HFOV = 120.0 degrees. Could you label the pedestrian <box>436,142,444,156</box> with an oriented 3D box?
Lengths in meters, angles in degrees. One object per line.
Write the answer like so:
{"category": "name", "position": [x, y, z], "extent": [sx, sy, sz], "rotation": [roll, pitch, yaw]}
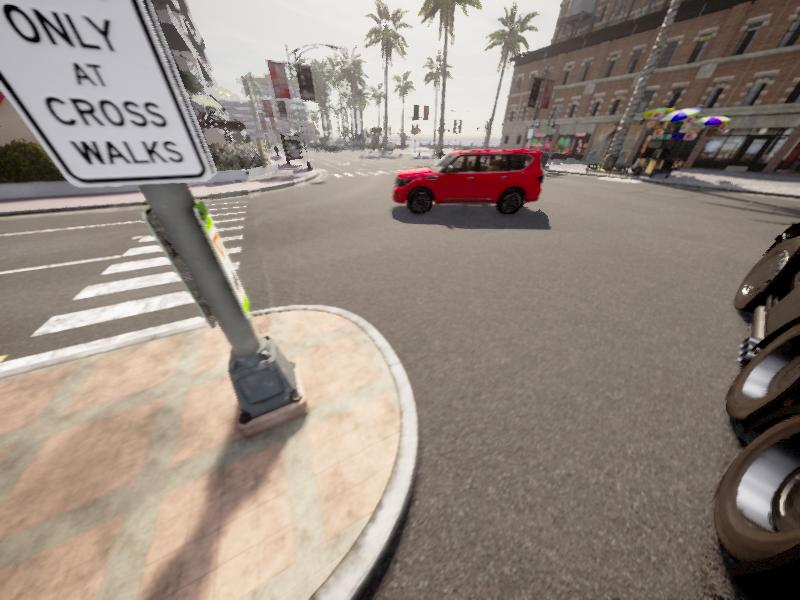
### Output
{"category": "pedestrian", "position": [6.572, -24.814, 37.938], "extent": [0.751, 1.860, 0.751], "rotation": [-22, 41, -29]}

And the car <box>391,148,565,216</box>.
{"category": "car", "position": [2.494, -4.585, 8.861], "extent": [5.566, 2.045, 2.150], "rotation": [0, 34, 0]}

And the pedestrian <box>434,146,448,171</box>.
{"category": "pedestrian", "position": [3.579, -12.562, 20.503], "extent": [0.751, 1.860, 0.751], "rotation": [-15, 38, -21]}

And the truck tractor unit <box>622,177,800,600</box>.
{"category": "truck tractor unit", "position": [4.954, -0.432, 0.979], "extent": [6.516, 4.208, 3.053], "rotation": [-24, 42, -31]}
